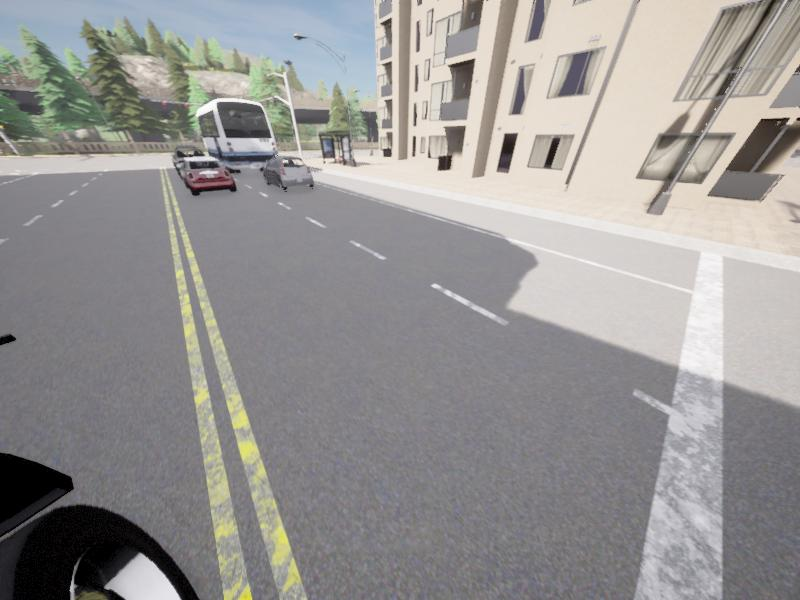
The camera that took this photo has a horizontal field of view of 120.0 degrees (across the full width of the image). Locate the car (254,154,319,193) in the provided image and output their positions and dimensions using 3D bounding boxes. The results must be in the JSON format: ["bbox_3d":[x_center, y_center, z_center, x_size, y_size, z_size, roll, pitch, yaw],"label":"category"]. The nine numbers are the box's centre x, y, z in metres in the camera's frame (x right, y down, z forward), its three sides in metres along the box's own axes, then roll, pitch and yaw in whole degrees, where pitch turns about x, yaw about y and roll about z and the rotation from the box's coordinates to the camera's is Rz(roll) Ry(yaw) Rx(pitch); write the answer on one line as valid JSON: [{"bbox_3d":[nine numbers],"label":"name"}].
[{"bbox_3d":[-6.320,-7.093,12.777,1.845,1.501,3.633,-26,43,-33],"label":"car"}]

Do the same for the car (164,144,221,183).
[{"bbox_3d":[-13.899,-9.233,15.431,1.932,1.855,4.605,-26,43,-33],"label":"car"}]

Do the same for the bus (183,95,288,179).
[{"bbox_3d":[-13.323,-12.774,18.464,3.944,4.253,10.273,-26,43,-33],"label":"bus"}]

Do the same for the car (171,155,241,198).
[{"bbox_3d":[-9.967,-6.442,11.824,1.970,1.475,3.806,-26,43,-33],"label":"car"}]
